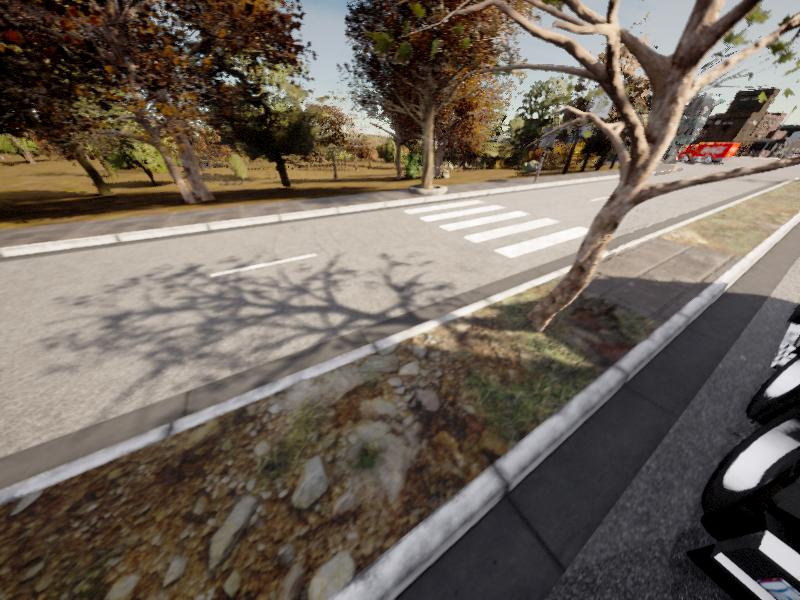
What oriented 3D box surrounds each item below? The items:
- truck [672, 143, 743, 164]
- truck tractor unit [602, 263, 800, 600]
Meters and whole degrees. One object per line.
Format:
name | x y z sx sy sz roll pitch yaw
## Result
truck | 45.010 -21.684 34.084 2.627 2.467 5.204 -12 36 -17
truck tractor unit | 5.111 -0.301 0.789 6.516 4.208 3.053 -18 39 -24
